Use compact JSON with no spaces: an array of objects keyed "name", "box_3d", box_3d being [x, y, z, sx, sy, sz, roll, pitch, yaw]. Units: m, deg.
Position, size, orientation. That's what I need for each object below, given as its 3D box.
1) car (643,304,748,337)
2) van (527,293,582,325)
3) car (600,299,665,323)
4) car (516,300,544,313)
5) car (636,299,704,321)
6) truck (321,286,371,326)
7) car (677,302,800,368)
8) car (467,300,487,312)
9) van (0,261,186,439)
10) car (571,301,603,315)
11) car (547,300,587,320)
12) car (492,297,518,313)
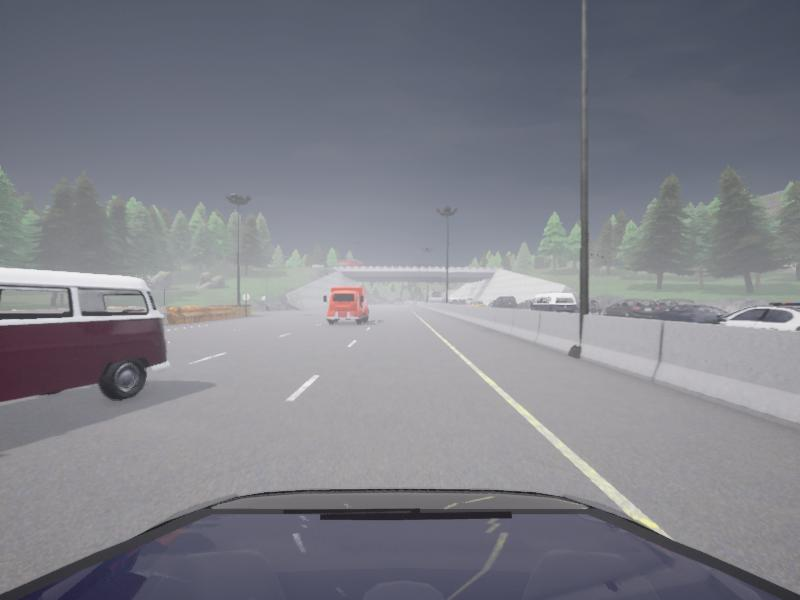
[{"name":"car","box_3d":[14.002,0.911,19.307,1.994,1.385,4.181,0,0,0]},{"name":"van","box_3d":[10.499,0.577,27.570,2.069,2.038,4.480,0,0,0]},{"name":"car","box_3d":[17.502,0.762,30.384,2.242,1.667,4.611,0,0,0]},{"name":"car","box_3d":[17.500,0.791,53.990,2.152,1.651,5.027,0,0,0]},{"name":"car","box_3d":[20.999,0.757,31.399,2.242,1.667,4.611,0,-1,0]},{"name":"truck","box_3d":[-3.499,0.362,26.997,2.627,2.467,5.204,0,0,0]},{"name":"car","box_3d":[10.501,0.830,11.180,2.038,1.542,4.974,0,0,0]},{"name":"car","box_3d":[10.500,0.812,55.056,1.801,1.575,5.366,0,0,0]},{"name":"van","box_3d":[-5.445,0.579,5.335,2.069,2.038,4.480,0,-1,14]},{"name":"car","box_3d":[21.001,0.835,45.056,1.845,1.501,3.633,0,0,0]},{"name":"car","box_3d":[14.000,0.822,33.743,1.789,1.549,3.705,0,0,0]},{"name":"car","box_3d":[14.001,0.579,53.683,2.150,2.045,5.566,0,0,0]}]
